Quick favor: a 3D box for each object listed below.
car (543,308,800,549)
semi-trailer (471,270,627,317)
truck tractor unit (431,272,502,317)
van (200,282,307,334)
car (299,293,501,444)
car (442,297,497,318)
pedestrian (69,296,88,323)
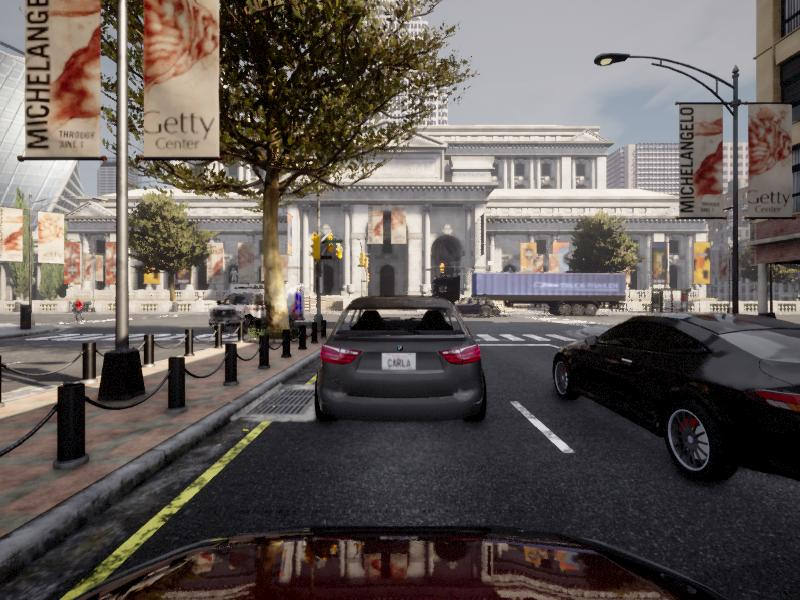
[{"bbox_3d":[3.472,0.870,4.859,1.812,1.442,4.674,0,0,0],"label":"car"},{"bbox_3d":[14.306,-0.619,39.194,14.254,4.402,2.717,0,0,0],"label":"semi-trailer"},{"bbox_3d":[6.393,-0.524,39.244,6.516,4.208,3.053,0,0,0],"label":"truck tractor unit"},{"bbox_3d":[-7.590,0.378,21.745,2.351,2.431,6.366,0,0,12],"label":"van"},{"bbox_3d":[0.019,0.756,6.742,2.242,1.667,4.611,0,0,0],"label":"car"},{"bbox_3d":[6.130,0.650,35.746,4.605,1.855,1.932,0,0,0],"label":"car"},{"bbox_3d":[-22.497,0.637,28.020,0.751,1.860,0.751,0,0,-2],"label":"pedestrian"}]
